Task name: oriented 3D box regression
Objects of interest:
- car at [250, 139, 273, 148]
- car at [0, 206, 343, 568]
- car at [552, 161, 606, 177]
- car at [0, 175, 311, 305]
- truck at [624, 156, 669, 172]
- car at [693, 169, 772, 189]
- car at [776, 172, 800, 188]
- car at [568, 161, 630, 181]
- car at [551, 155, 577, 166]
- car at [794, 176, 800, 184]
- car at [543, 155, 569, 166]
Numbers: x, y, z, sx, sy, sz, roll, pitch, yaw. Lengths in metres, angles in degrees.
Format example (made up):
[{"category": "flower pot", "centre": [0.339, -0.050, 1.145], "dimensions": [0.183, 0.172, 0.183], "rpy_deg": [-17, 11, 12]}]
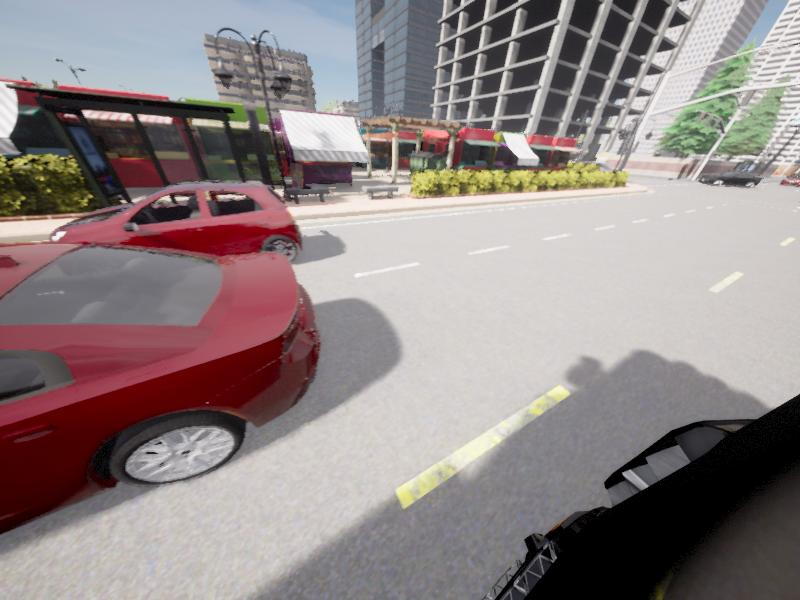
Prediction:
[{"category": "car", "centre": [-41.248, -46.615, 68.810], "dimensions": [5.566, 2.045, 2.150], "rpy_deg": [-15, 38, -25]}, {"category": "car", "centre": [-3.161, 0.573, 1.449], "dimensions": [5.008, 1.535, 1.882], "rpy_deg": [-15, 37, -24]}, {"category": "car", "centre": [24.119, -17.873, 31.407], "dimensions": [2.033, 1.411, 5.357], "rpy_deg": [-15, 38, -25]}, {"category": "car", "centre": [-3.892, -1.432, 4.412], "dimensions": [3.633, 1.501, 1.845], "rpy_deg": [-14, 37, -25]}, {"category": "truck", "centre": [50.129, -27.747, 47.191], "dimensions": [2.615, 2.467, 5.204], "rpy_deg": [-15, 37, -25]}, {"category": "car", "centre": [37.855, -13.861, 26.456], "dimensions": [5.008, 1.535, 1.882], "rpy_deg": [8, 35, 7]}, {"category": "car", "centre": [54.994, -16.714, 32.086], "dimensions": [3.988, 1.617, 1.851], "rpy_deg": [-15, 37, -24]}, {"category": "car", "centre": [22.983, -15.109, 26.951], "dimensions": [2.033, 1.649, 4.856], "rpy_deg": [-15, 38, -25]}, {"category": "car", "centre": [36.885, -31.411, 52.093], "dimensions": [1.905, 1.878, 3.866], "rpy_deg": [-15, 37, -25]}, {"category": "car", "centre": [68.658, -20.330, 38.455], "dimensions": [4.553, 1.767, 2.097], "rpy_deg": [-15, 37, -24]}, {"category": "car", "centre": [34.296, -30.738, 50.872], "dimensions": [1.905, 1.878, 3.866], "rpy_deg": [-15, 37, -25]}]
